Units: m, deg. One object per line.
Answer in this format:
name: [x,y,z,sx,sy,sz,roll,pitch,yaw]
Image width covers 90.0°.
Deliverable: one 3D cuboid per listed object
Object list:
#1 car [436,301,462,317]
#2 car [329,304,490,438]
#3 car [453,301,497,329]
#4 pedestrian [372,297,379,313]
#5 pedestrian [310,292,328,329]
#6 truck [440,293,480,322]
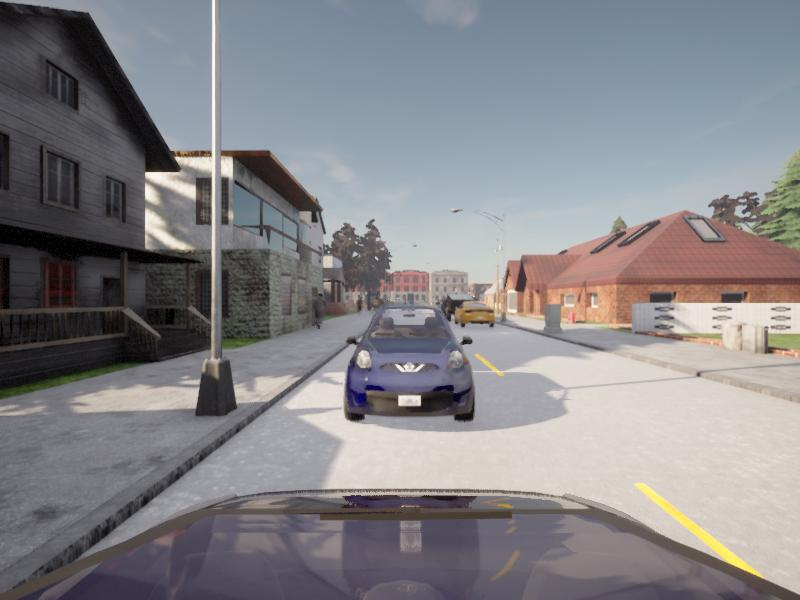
car: [4.809,0.840,39.899,2.128,1.511,4.902,0,0,1]
car: [0.146,0.827,6.405,1.845,1.501,3.633,0,0,1]
car: [4.515,0.825,24.700,1.882,1.535,5.008,0,0,1]
pedestrian: [-2.890,0.537,46.541,0.751,1.860,0.751,0,0,1]
pedestrian: [-4.164,0.535,20.632,0.751,1.860,0.751,0,0,-1]
truck: [4.662,0.545,32.165,2.390,2.098,6.274,0,0,1]
